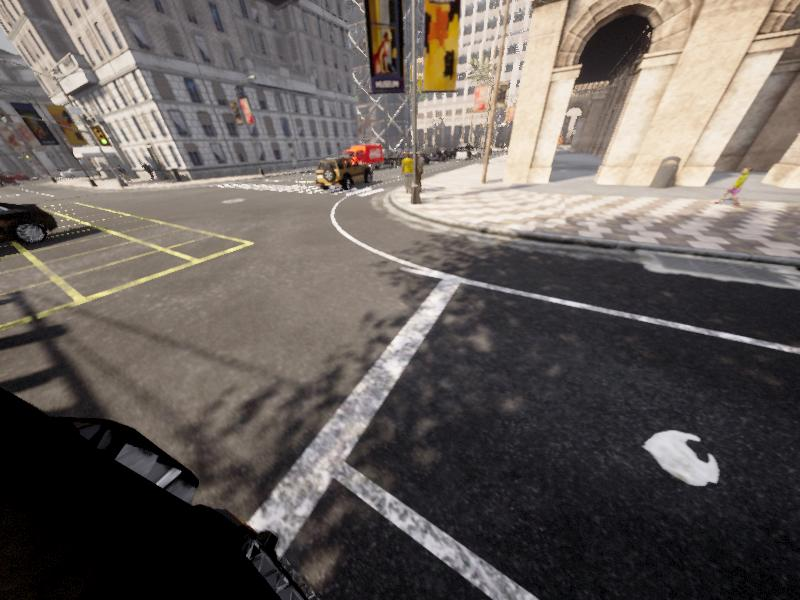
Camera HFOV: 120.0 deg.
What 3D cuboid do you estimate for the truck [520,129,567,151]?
[{"bbox_3d":[34.277,-38.454,55.713,8.468,3.827,2.891,5,34,12],"label":"truck"}]

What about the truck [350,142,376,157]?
[{"bbox_3d":[-13.155,-53.756,82.515,8.468,3.827,2.891,-1,34,3],"label":"truck"}]

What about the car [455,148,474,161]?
[{"bbox_3d":[10.047,-22.637,35.884,1.845,1.501,3.633,16,38,26],"label":"car"}]

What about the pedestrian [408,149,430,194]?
[{"bbox_3d":[0.935,-6.349,11.453,0.751,1.860,0.751,21,41,32],"label":"pedestrian"}]

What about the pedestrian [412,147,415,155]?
[{"bbox_3d":[3.696,-40.831,63.176,0.751,1.860,0.751,15,38,25],"label":"pedestrian"}]

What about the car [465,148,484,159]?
[{"bbox_3d":[13.098,-25.611,40.336,1.895,1.301,4.718,16,38,26],"label":"car"}]

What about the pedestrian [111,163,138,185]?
[{"bbox_3d":[-27.809,-12.726,23.332,0.751,1.860,0.751,11,36,20],"label":"pedestrian"}]

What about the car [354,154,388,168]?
[{"bbox_3d":[-4.053,-20.106,33.312,2.033,1.411,5.357,15,38,25],"label":"car"}]

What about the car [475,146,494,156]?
[{"bbox_3d":[16.669,-29.275,45.485,2.033,1.411,5.357,16,38,26],"label":"car"}]

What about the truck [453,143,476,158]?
[{"bbox_3d":[12.776,-29.578,45.611,2.390,2.098,6.274,16,38,26],"label":"truck"}]

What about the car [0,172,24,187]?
[{"bbox_3d":[-56.286,-16.780,32.302,1.882,1.535,5.008,-23,38,-27],"label":"car"}]

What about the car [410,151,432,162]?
[{"bbox_3d":[3.578,-23.870,38.401,1.994,1.385,4.181,16,38,26],"label":"car"}]

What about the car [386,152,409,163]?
[{"bbox_3d":[-0.364,-23.816,38.632,1.994,1.385,4.181,15,38,25],"label":"car"}]

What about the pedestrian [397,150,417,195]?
[{"bbox_3d":[0.381,-6.131,11.169,0.751,1.860,0.751,6,35,13],"label":"pedestrian"}]

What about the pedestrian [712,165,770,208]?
[{"bbox_3d":[10.345,-3.463,7.049,0.500,1.100,0.500,24,42,35],"label":"pedestrian"}]

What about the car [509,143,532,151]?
[{"bbox_3d":[31.884,-40.500,61.115,4.792,1.488,2.163,4,34,11],"label":"car"}]

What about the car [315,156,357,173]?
[{"bbox_3d":[-7.628,-16.471,28.029,1.837,1.490,4.892,15,38,25],"label":"car"}]

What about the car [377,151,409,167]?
[{"bbox_3d":[-0.796,-19.586,32.048,1.930,1.638,5.238,15,38,26],"label":"car"}]

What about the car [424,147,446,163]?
[{"bbox_3d":[5.391,-22.011,34.984,1.905,1.878,3.866,16,38,26],"label":"car"}]

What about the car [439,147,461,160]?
[{"bbox_3d":[8.734,-25.312,39.918,1.930,1.638,5.238,16,38,26],"label":"car"}]

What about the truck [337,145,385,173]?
[{"bbox_3d":[-4.269,-16.394,26.758,2.627,2.467,5.204,15,38,25],"label":"truck"}]

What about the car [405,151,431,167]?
[{"bbox_3d":[2.462,-18.872,30.865,1.816,1.474,4.193,15,38,26],"label":"car"}]

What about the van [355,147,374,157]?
[{"bbox_3d":[-12.350,-51.297,79.878,5.915,2.561,1.988,-1,34,3],"label":"van"}]

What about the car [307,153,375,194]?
[{"bbox_3d":[-3.641,-8.532,15.409,1.932,1.855,4.605,9,36,19],"label":"car"}]

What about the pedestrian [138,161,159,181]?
[{"bbox_3d":[-29.160,-14.970,26.820,0.751,1.860,0.751,15,38,25],"label":"pedestrian"}]

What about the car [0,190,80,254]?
[{"bbox_3d":[-13.191,-1.774,6.328,1.837,1.490,4.892,0,34,6],"label":"car"}]

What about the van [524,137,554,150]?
[{"bbox_3d":[37.225,-42.022,62.118,6.366,2.431,2.351,16,38,26],"label":"van"}]

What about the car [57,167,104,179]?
[{"bbox_3d":[-57.485,-22.869,41.652,1.812,1.442,4.674,16,38,26],"label":"car"}]
